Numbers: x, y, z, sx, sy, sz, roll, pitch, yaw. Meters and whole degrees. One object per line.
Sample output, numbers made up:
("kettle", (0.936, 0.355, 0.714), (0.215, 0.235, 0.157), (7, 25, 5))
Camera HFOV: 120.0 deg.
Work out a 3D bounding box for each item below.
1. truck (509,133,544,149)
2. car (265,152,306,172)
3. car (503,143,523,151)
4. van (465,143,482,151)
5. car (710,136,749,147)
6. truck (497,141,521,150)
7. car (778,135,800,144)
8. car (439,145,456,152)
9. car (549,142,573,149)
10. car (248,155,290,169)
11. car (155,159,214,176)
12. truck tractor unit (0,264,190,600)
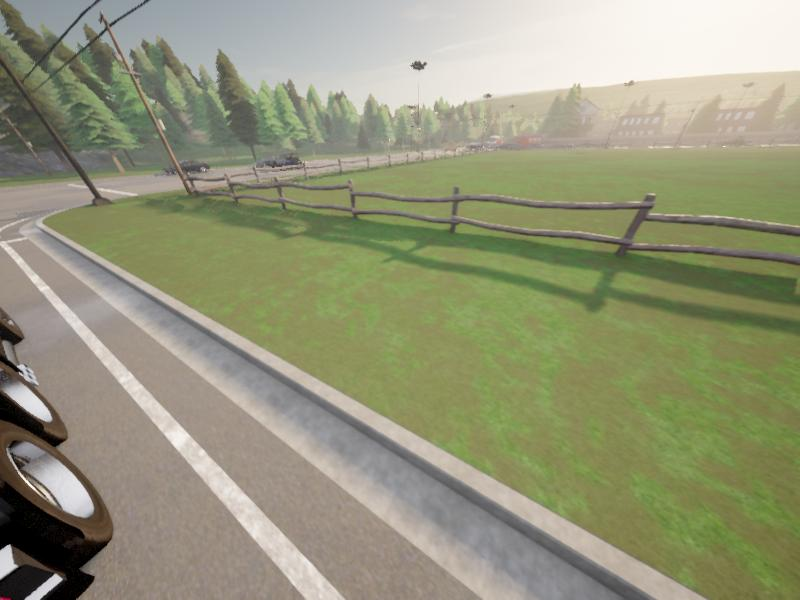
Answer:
("truck", (39.216, -49.216, 71.775), (8.468, 3.827, 2.891), (17, 38, 25))
("car", (-14.296, -17.370, 29.020), (1.905, 1.878, 3.866), (17, 38, 26))
("car", (32.214, -43.587, 65.842), (4.611, 1.667, 2.242), (17, 38, 25))
("van", (22.379, -46.752, 70.557), (4.480, 2.038, 2.069), (-9, 35, -11))
("car", (68.271, -32.861, 47.927), (3.866, 1.878, 1.905), (17, 38, 25))
("truck", (33.740, -47.887, 71.619), (6.274, 2.098, 2.390), (15, 37, 23))
("car", (88.366, -35.741, 51.477), (3.633, 1.501, 1.845), (17, 38, 25))
("car", (15.308, -48.736, 74.279), (5.008, 1.535, 1.882), (-20, 38, -25))
("car", (44.075, -42.321, 63.299), (5.238, 1.638, 1.930), (17, 38, 25))
("car", (-19.077, -20.281, 33.898), (2.128, 1.511, 4.902), (17, 38, 26))
("car", (-26.733, -16.647, 28.908), (1.837, 1.490, 4.892), (17, 39, 25))
("truck tractor unit", (-5.167, -0.201, 0.966), (6.516, 4.208, 3.053), (14, 34, 28))
